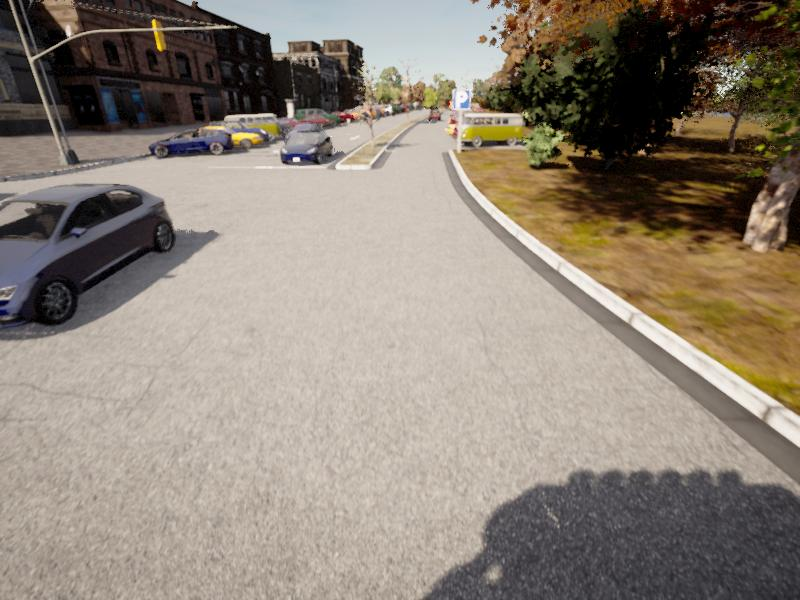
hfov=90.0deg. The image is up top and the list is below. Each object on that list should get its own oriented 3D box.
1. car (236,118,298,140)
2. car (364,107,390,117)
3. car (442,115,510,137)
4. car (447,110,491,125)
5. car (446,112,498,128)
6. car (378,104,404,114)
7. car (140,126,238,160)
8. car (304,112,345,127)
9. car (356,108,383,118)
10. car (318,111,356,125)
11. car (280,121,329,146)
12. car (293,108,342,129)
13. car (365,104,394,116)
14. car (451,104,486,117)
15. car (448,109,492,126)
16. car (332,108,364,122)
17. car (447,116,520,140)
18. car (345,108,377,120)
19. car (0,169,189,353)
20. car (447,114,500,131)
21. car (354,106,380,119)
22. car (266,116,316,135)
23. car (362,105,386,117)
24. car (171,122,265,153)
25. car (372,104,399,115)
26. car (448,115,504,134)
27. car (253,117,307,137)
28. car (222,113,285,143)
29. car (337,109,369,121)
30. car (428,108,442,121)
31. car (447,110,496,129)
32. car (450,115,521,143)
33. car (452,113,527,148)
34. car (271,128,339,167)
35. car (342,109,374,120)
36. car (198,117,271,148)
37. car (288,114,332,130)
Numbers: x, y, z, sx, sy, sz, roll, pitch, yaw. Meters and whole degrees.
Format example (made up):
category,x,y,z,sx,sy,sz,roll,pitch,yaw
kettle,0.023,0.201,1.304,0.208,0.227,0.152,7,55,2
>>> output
category,x,y,z,sx,sy,sz,roll,pitch,yaw
car,-11.581,-15.045,35.122,4.892,1.521,2.231,-8,27,-13
car,-4.673,-37.862,80.543,5.008,1.535,2.097,-6,26,-9
car,6.623,-15.248,34.994,5.366,1.575,1.946,-7,28,-13
car,8.694,-23.201,50.827,5.008,1.535,2.097,-6,27,-11
car,8.177,-20.582,45.611,5.366,1.575,1.946,-6,27,-12
car,-2.167,-44.753,93.677,5.566,2.045,2.435,-6,26,-9
car,-12.669,-9.640,24.418,4.792,1.488,2.163,-9,28,-14
car,-9.666,-23.130,51.234,5.008,1.535,2.097,-7,27,-11
car,-5.689,-35.161,75.244,4.792,1.488,2.163,-6,27,-9
car,-8.873,-25.816,56.583,5.008,1.535,2.097,-7,27,-10
car,-7.173,-12.855,30.763,2.033,1.411,5.357,1,27,4
car,-10.004,-22.014,48.449,5.566,2.045,2.435,-8,27,-11
car,-4.207,-39.414,83.070,5.566,2.045,2.435,-6,27,-9
car,12.195,-33.978,71.686,5.566,2.045,2.435,-5,27,-9
car,8.371,-21.993,48.146,4.553,1.767,2.185,-6,28,-11
car,-8.003,-28.615,61.874,4.553,1.767,2.185,-7,27,-10
car,6.723,-13.969,32.447,5.366,1.575,1.946,-7,27,-13
car,-6.817,-32.500,69.890,5.366,1.575,1.946,-6,27,-9
car,-5.573,-0.991,6.583,1.816,1.474,4.193,2,28,1
car,7.359,-17.879,40.329,4.674,1.452,2.002,-6,27,-12
car,-6.044,-34.073,72.503,4.442,1.987,1.878,-6,27,-9
car,-11.009,-17.707,40.517,4.674,1.452,2.002,-8,27,-12
car,-5.059,-36.744,77.813,4.442,1.987,1.878,-6,26,-9
car,-12.111,-11.029,27.088,5.366,1.575,1.946,-9,27,-14
car,-3.214,-42.077,88.363,5.566,2.045,2.435,-6,27,-9
car,7.071,-16.556,37.696,4.674,1.452,2.002,-6,27,-13
car,-11.294,-16.358,37.825,4.674,1.452,2.002,-8,27,-13
car,-11.726,-13.917,32.358,4.442,1.987,1.878,-8,27,-13
car,-7.562,-29.842,64.600,4.892,1.521,2.231,-7,27,-9
car,5.293,-27.982,60.416,1.851,1.617,3.988,3,27,8
car,7.640,-19.347,42.881,4.553,1.767,2.185,-6,27,-12
car,6.272,-12.729,29.705,4.553,1.767,2.185,-7,27,-14
car,5.972,-11.482,26.997,4.442,1.987,1.878,-7,28,-14
car,-4.872,-8.228,21.354,2.163,1.488,4.792,1,27,3
car,-7.120,-31.184,67.268,5.008,1.535,2.097,-7,26,-9
car,-12.103,-12.457,29.676,4.553,1.767,2.185,-9,27,-14
car,-10.366,-20.400,45.882,4.674,1.452,2.002,-8,27,-12
